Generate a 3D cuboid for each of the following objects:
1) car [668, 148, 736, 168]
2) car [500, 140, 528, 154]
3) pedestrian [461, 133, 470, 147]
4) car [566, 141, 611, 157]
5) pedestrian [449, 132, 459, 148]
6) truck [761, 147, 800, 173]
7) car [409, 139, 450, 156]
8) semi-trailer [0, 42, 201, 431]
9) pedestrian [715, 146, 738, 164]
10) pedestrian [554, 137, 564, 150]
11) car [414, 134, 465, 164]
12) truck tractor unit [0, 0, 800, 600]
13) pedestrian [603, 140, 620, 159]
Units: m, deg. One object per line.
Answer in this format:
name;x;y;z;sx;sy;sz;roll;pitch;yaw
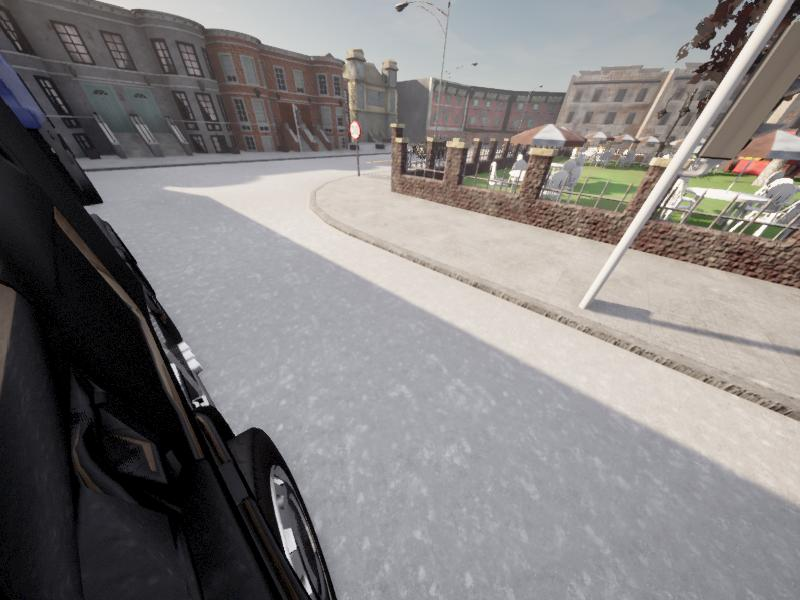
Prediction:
car;35.027;-16.677;27.068;4.514;1.525;2.007;29;44;31
car;15.613;-20.953;31.565;1.970;1.475;3.806;30;45;32
pedestrian;10.461;-25.703;37.062;0.751;1.860;0.751;-21;43;-28
car;28.642;-23.044;35.179;5.008;1.535;1.882;26;43;28
pedestrian;7.635;-22.738;32.898;0.751;1.860;0.751;31;45;33
truck;44.800;-14.756;24.656;6.274;2.098;2.390;28;43;29
car;3.209;-16.303;24.661;1.895;1.301;4.718;29;44;30
semi-trailer;-8.690;-3.611;4.236;14.254;4.402;2.717;28;44;30
pedestrian;41.496;-18.446;29.373;0.751;1.860;0.751;31;45;32
pedestrian;27.668;-27.245;40.265;0.751;1.860;0.751;17;39;18
car;3.456;-13.065;19.849;1.932;1.855;4.605;28;44;30
truck tractor unit;-2.645;-0.295;0.351;6.516;4.208;3.053;28;44;30
pedestrian;25.580;-18.184;27.973;0.751;1.860;0.751;26;43;28
